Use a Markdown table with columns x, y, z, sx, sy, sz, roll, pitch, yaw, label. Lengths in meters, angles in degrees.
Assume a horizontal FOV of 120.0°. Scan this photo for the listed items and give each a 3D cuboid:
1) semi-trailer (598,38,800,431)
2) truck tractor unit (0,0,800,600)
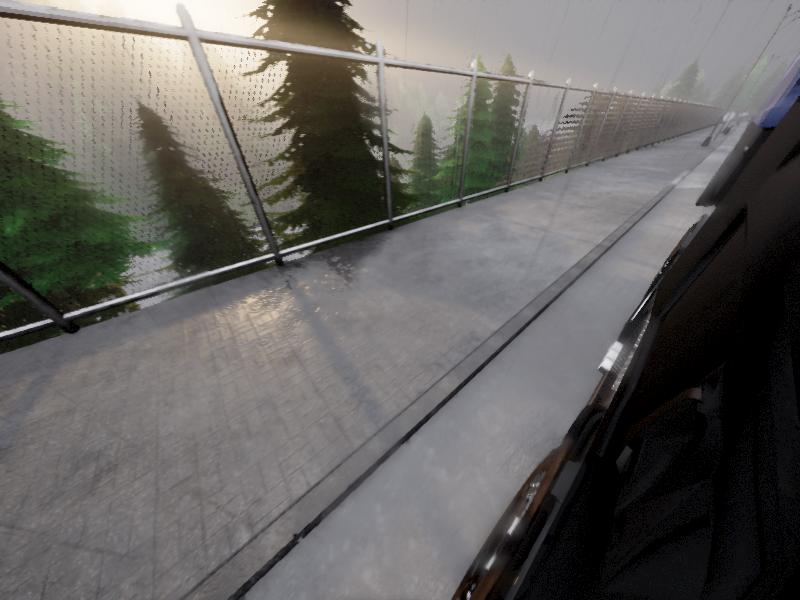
| x | y | z | sx | sy | sz | roll | pitch | yaw | label |
| --- | --- | --- | --- | --- | --- | --- | --- | --- | --- |
| 8.698 | -3.585 | 4.256 | 14.254 | 4.402 | 2.717 | -28 | 43 | -30 | semi-trailer |
| 2.645 | -0.295 | 0.351 | 6.516 | 4.208 | 3.053 | -28 | 44 | -30 | truck tractor unit |
